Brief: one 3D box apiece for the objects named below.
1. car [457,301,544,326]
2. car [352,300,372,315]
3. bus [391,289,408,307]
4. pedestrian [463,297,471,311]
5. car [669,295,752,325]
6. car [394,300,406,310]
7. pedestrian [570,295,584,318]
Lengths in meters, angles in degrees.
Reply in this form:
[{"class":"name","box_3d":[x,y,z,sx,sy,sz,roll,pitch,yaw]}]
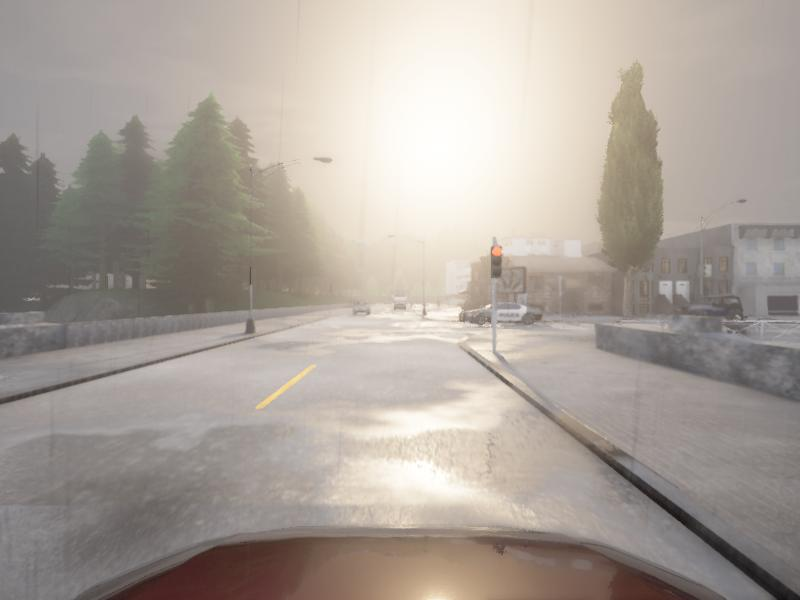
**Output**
[{"class":"car","box_3d":[6.326,0.816,25.500,4.974,1.542,2.038,0,0,-4]},{"class":"car","box_3d":[-4.053,0.772,43.032,1.851,1.617,3.988,0,0,-1]},{"class":"bus","box_3d":[-0.127,-0.577,100.260,3.944,4.253,10.273,0,0,0]},{"class":"pedestrian","box_3d":[8.678,0.517,52.009,0.751,1.860,0.751,0,0,-17]},{"class":"car","box_3d":[19.894,0.636,25.724,3.866,1.878,1.905,0,0,0]},{"class":"car","box_3d":[-0.004,0.797,66.904,2.038,1.542,4.974,0,0,0]},{"class":"pedestrian","box_3d":[14.065,0.512,31.799,0.751,1.860,0.751,0,0,3]}]
